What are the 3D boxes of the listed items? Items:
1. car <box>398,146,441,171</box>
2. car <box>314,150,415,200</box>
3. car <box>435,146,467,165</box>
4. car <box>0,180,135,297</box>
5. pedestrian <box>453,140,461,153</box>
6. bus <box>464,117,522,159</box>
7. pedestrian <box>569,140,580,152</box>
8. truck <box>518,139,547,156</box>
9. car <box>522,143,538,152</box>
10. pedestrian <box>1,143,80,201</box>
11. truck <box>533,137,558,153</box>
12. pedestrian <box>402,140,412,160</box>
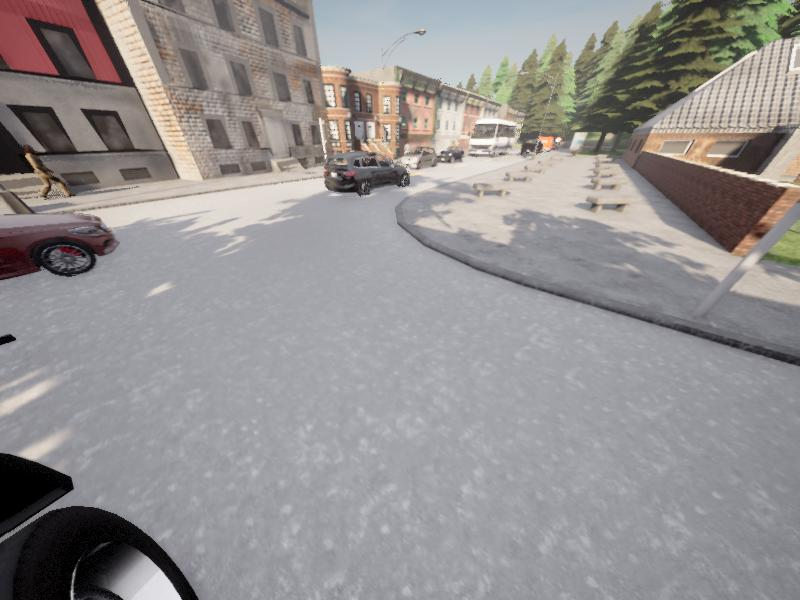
[{"bbox_3d":[1.709,-12.423,20.152,1.851,1.617,3.988,22,41,28],"label":"car"},{"bbox_3d":[-1.516,-6.455,11.603,2.242,1.667,4.611,24,42,30],"label":"car"},{"bbox_3d":[5.418,-15.353,24.407,1.845,1.501,3.633,23,41,28],"label":"car"},{"bbox_3d":[-7.897,-0.660,3.525,1.812,1.442,4.674,23,41,28],"label":"car"},{"bbox_3d":[9.577,-25.614,38.574,0.751,1.860,0.751,-21,40,-27],"label":"pedestrian"},{"bbox_3d":[13.223,-22.577,32.363,3.944,4.253,10.273,23,41,28],"label":"bus"},{"bbox_3d":[32.670,-28.898,43.344,0.751,1.860,0.751,-13,37,-18],"label":"pedestrian"},{"bbox_3d":[21.008,-24.091,36.442,2.390,2.098,6.274,23,41,28],"label":"truck"},{"bbox_3d":[28.787,-33.854,51.222,1.801,1.575,5.366,23,41,28],"label":"car"},{"bbox_3d":[-13.857,-4.949,8.975,0.751,1.860,0.751,17,39,23],"label":"pedestrian"},{"bbox_3d":[27.719,-29.604,43.994,2.627,2.467,5.204,23,41,28],"label":"truck"},{"bbox_3d":[0.762,-16.898,26.049,0.751,1.860,0.751,21,40,26],"label":"pedestrian"}]
